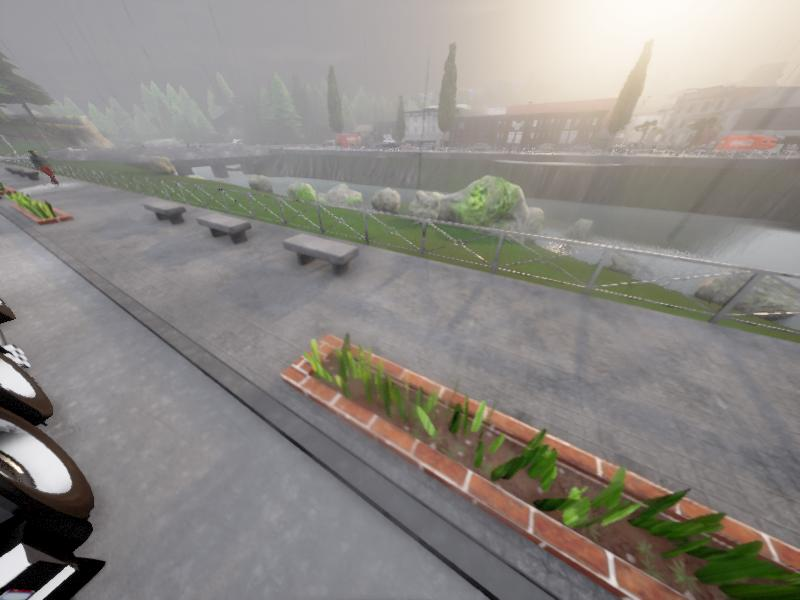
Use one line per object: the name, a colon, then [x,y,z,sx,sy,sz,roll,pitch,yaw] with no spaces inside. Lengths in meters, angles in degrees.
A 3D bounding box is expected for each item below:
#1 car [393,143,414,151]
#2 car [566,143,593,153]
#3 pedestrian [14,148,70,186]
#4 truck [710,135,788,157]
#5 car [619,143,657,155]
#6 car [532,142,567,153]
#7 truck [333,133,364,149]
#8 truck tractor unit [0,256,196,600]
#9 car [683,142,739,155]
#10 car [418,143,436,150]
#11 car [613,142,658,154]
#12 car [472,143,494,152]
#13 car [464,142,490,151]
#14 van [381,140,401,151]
car: [0.931,-40.551,61.034,5.027,1.651,2.152,18,39,24]
car: [34.769,-29.583,44.884,3.806,1.475,1.970,19,39,25]
pedestrian: [-20.456,-7.624,13.264,0.751,1.860,0.751,9,36,13]
truck: [50.338,-22.428,33.617,5.204,2.467,2.627,18,39,24]
car: [39.875,-25.481,38.838,3.988,1.617,1.851,18,39,25]
car: [28.543,-29.166,44.193,5.238,1.638,1.930,18,39,25]
truck: [-15.112,-46.759,67.888,8.468,3.827,2.891,18,39,24]
truck tractor unit: [-5.098,-0.313,0.799,6.516,4.208,3.053,19,39,25]
car: [50.300,-24.682,37.585,4.856,1.649,2.033,18,39,25]
car: [6.817,-38.700,58.208,3.806,1.475,1.970,18,39,24]
car: [42.040,-27.346,41.467,5.238,1.638,1.930,18,39,25]
car: [17.688,-32.607,49.369,3.806,1.475,1.970,18,39,25]
car: [17.673,-35.261,53.035,5.238,1.638,1.930,18,39,24]
van: [-2.259,-39.240,58.556,4.480,2.038,2.069,19,39,24]
